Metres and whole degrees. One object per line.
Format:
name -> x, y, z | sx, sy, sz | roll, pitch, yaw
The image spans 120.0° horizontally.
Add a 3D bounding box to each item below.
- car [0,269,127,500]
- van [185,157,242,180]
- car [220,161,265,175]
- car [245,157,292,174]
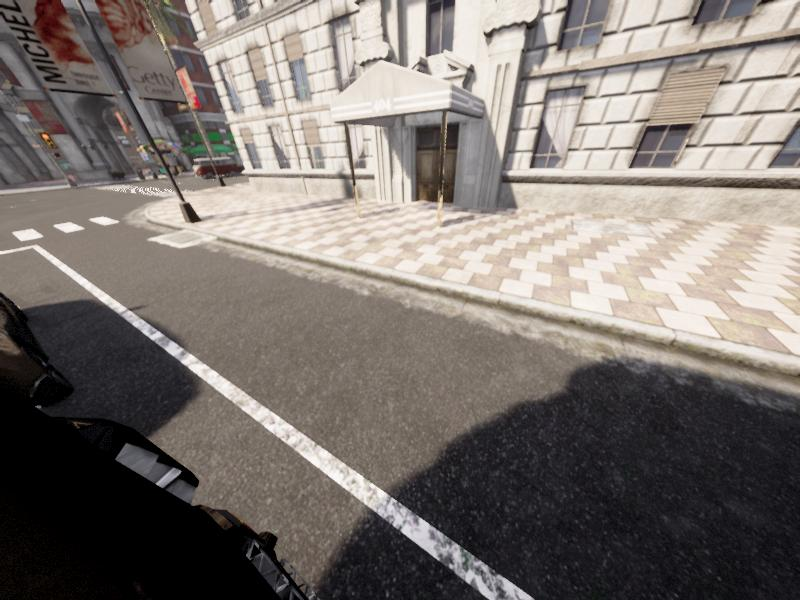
car -> -5.464, 0.509, 2.227 | 4.902, 1.511, 2.128 | 15, 38, 25
van -> -21.433, -15.274, 26.774 | 1.775, 1.987, 4.442 | 16, 38, 26
car -> -21.803, -18.474, 32.243 | 1.895, 1.301, 4.718 | 16, 38, 27
car -> -17.929, -18.598, 31.819 | 1.930, 1.638, 5.238 | 16, 38, 26
